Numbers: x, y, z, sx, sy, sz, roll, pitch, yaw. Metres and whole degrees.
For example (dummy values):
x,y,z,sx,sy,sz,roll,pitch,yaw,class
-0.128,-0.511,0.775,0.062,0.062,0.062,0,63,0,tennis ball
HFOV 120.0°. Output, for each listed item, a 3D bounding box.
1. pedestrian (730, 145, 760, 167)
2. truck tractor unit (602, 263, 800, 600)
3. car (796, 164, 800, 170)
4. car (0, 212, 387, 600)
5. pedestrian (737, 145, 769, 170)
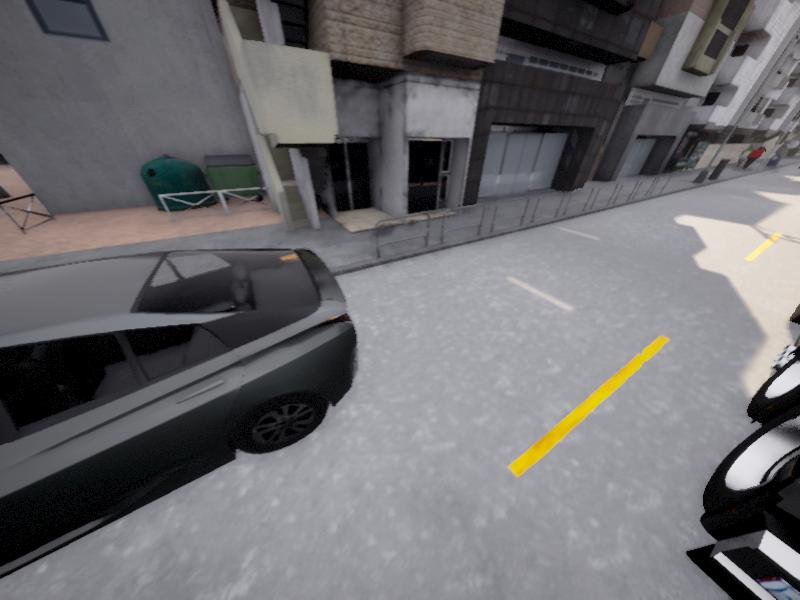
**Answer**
x,y,z,sx,sy,sz,roll,pitch,yaw,class
34.152,-14.263,22.886,0.751,1.860,0.751,-19,39,-25,pedestrian
5.112,-0.299,0.788,6.516,4.208,3.053,-18,39,-24,truck tractor unit
41.843,-13.717,22.878,4.718,1.301,1.895,-18,39,-24,car
-2.584,0.655,1.703,4.514,1.525,2.007,-18,39,-25,car
31.465,-12.697,20.616,0.751,1.860,0.751,-21,40,-27,pedestrian
